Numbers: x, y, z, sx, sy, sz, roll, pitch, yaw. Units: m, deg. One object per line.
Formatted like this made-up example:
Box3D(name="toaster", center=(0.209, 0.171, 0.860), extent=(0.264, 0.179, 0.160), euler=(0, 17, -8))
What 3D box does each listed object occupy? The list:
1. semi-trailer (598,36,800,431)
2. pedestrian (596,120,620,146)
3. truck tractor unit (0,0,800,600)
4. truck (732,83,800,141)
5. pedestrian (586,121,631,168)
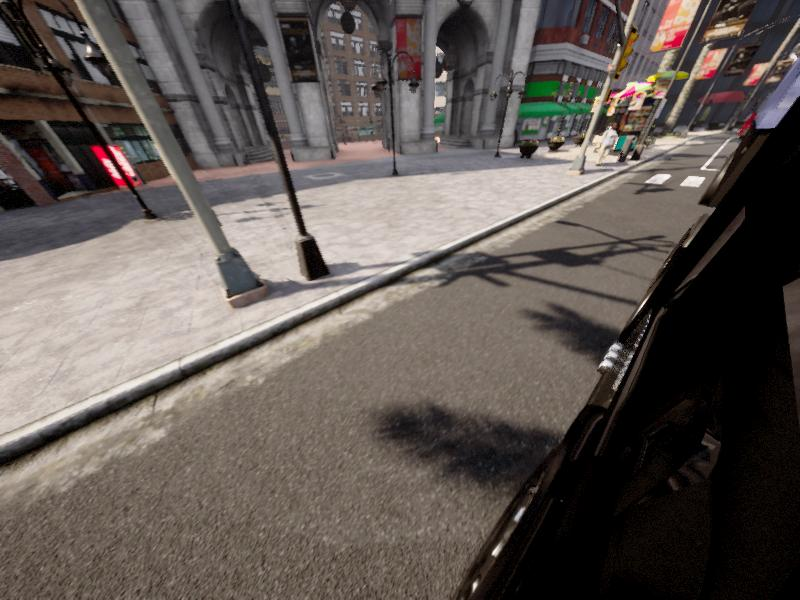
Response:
Box3D(name="semi-trailer", center=(8.711, -3.592, 4.221), extent=(14.254, 4.402, 2.717), euler=(-28, 43, -30))
Box3D(name="pedestrian", center=(18.296, -14.683, 20.354), extent=(0.751, 1.860, 0.751), euler=(-26, 42, -28))
Box3D(name="truck tractor unit", center=(2.645, -0.295, 0.351), extent=(6.516, 4.208, 3.053), euler=(-28, 44, -30))
Box3D(name="truck", center=(35.965, -17.554, 21.675), extent=(8.468, 3.827, 2.891), euler=(-23, 41, -25))
Box3D(name="pedestrian", center=(10.273, -7.693, 11.487), extent=(0.751, 1.860, 0.751), euler=(-6, 37, -5))
